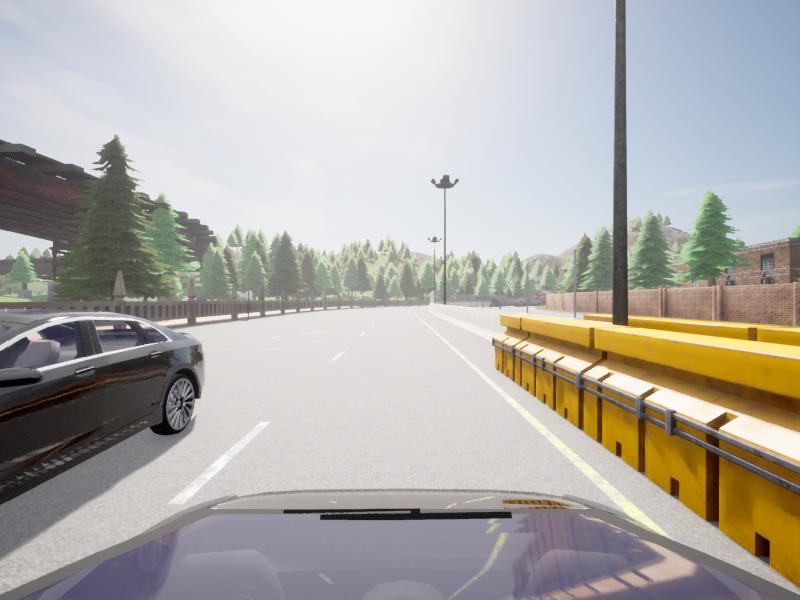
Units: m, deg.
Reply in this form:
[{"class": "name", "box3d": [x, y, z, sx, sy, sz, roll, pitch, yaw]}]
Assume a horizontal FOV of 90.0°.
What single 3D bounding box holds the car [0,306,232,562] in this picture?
[{"class": "car", "box3d": [-3.500, 0.837, 3.363, 2.128, 1.511, 4.902, 0, 0, 0]}]
